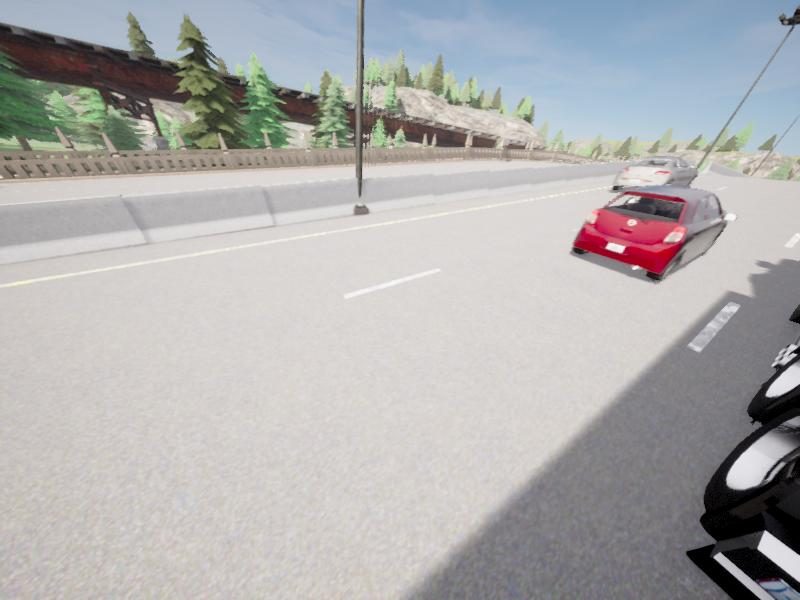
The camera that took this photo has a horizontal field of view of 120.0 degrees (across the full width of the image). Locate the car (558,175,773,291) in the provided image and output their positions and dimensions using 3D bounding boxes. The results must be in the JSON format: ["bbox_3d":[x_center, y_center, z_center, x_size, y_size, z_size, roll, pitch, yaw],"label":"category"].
[{"bbox_3d":[5.855,-1.753,5.227,3.633,1.501,1.845,-18,39,-24],"label":"car"}]

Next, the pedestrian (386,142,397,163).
[{"bbox_3d":[-0.917,-16.261,25.428,0.751,1.860,0.751,-12,36,-28],"label":"pedestrian"}]

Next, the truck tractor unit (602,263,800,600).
[{"bbox_3d":[5.106,-0.305,0.782,6.516,4.208,3.053,-18,39,-24],"label":"truck tractor unit"}]

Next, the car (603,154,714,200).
[{"bbox_3d":[13.630,-6.636,12.224,5.027,1.651,2.152,-18,39,-24],"label":"car"}]
